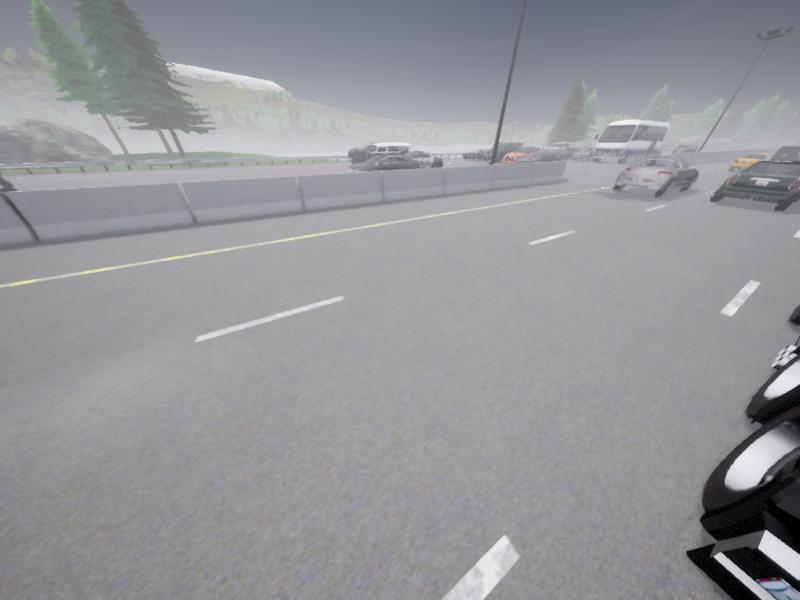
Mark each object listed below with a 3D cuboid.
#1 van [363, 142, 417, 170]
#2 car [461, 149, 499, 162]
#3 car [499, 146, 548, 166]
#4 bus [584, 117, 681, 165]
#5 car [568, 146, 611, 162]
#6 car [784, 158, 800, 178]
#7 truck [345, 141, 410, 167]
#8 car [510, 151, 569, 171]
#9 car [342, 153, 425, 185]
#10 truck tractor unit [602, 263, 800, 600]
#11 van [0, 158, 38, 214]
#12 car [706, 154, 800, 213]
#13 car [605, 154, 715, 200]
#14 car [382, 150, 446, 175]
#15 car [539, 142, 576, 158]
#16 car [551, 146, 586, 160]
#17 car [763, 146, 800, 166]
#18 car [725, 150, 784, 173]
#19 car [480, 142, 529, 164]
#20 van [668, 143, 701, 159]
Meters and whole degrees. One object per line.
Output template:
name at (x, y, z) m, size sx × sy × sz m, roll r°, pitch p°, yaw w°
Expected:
van at (-0.884, -13.607, 21.779) m, size 4.480 × 2.038 × 2.069 m, roll -18°, pitch 39°, yaw -24°
car at (10.662, -19.367, 30.816) m, size 4.718 × 1.301 × 1.895 m, roll -18°, pitch 39°, yaw -24°
car at (13.590, -15.909, 25.435) m, size 4.553 × 1.767 × 2.097 m, roll -18°, pitch 39°, yaw -24°
bus at (28.517, -19.383, 28.418) m, size 10.273 × 4.253 × 3.944 m, roll -18°, pitch 39°, yaw -25°
car at (25.575, -19.737, 31.198) m, size 5.027 × 1.651 × 2.152 m, roll -18°, pitch 39°, yaw -24°
car at (32.726, -10.466, 18.060) m, size 3.806 × 1.475 × 1.970 m, roll -18°, pitch 39°, yaw -24°
truck at (-2.230, -15.501, 24.438) m, size 6.274 × 2.098 × 2.390 m, roll -18°, pitch 39°, yaw -24°
car at (13.344, -13.358, 22.114) m, size 5.357 × 1.411 × 2.033 m, roll -18°, pitch 39°, yaw -24°
car at (-0.997, -8.739, 15.241) m, size 4.902 × 1.511 × 2.128 m, roll -18°, pitch 39°, yaw -24°
truck tractor unit at (5.112, -0.299, 0.788) m, size 6.516 × 4.208 × 3.053 m, roll -18°, pitch 39°, yaw -24°
van at (-16.791, -3.819, 7.561) m, size 4.480 × 2.038 × 2.069 m, roll -18°, pitch 39°, yaw -24°
car at (16.399, -5.284, 10.183) m, size 4.553 × 1.767 × 2.097 m, roll -18°, pitch 39°, yaw -24°
car at (13.856, -6.695, 12.340) m, size 5.027 × 1.651 × 2.152 m, roll -18°, pitch 39°, yaw -24°
car at (1.214, -11.775, 19.609) m, size 4.974 × 1.542 × 2.038 m, roll -18°, pitch 39°, yaw -24°
car at (25.748, -24.581, 37.794) m, size 5.566 × 2.045 × 2.150 m, roll -18°, pitch 39°, yaw -24°
car at (25.016, -21.824, 34.276) m, size 4.514 × 1.525 × 2.007 m, roll -18°, pitch 39°, yaw -24°
car at (46.444, -17.408, 27.800) m, size 3.866 × 1.878 × 1.905 m, roll -18°, pitch 39°, yaw -24°
car at (33.002, -12.908, 21.481) m, size 5.366 × 1.575 × 1.801 m, roll -18°, pitch 39°, yaw -24°
car at (12.772, -18.053, 28.289) m, size 5.566 × 2.045 × 2.150 m, roll -18°, pitch 39°, yaw -24°
van at (46.338, -24.334, 37.678) m, size 4.442 × 1.987 × 1.775 m, roll -18°, pitch 39°, yaw -24°
